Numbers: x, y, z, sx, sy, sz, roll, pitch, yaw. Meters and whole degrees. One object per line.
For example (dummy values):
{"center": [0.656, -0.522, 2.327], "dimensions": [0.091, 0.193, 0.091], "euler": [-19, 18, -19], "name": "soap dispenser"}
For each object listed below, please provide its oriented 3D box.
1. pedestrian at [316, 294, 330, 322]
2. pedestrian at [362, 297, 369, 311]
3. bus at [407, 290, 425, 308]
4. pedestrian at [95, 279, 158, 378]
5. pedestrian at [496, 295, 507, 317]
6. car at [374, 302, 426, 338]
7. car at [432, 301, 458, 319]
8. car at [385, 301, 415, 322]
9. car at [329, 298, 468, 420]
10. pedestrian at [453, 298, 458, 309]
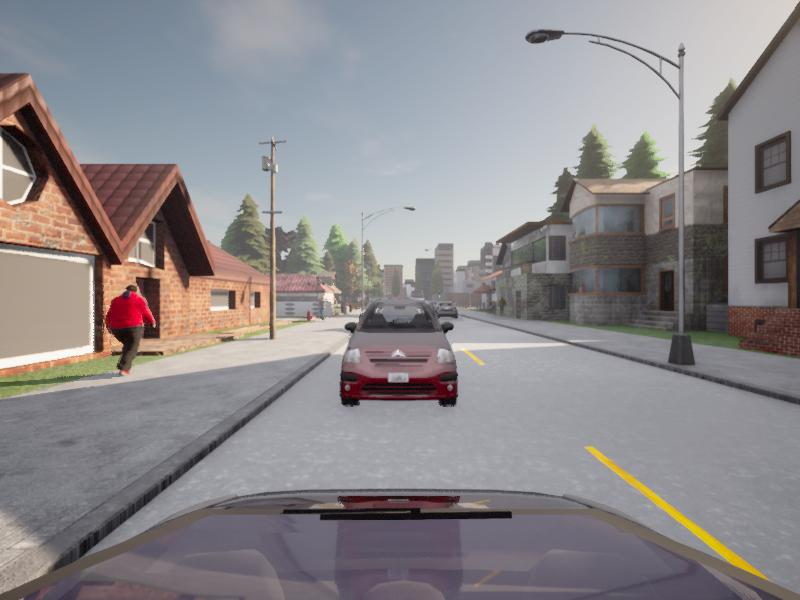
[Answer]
{"center": [-5.125, 0.533, 26.591], "dimensions": [0.751, 1.860, 0.751], "euler": [0, 0, 0], "name": "pedestrian"}
{"center": [-4.805, 0.533, 55.369], "dimensions": [0.751, 1.860, 0.751], "euler": [0, 0, 12], "name": "pedestrian"}
{"center": [3.944, -0.318, 101.350], "dimensions": [3.944, 4.253, 10.273], "euler": [0, 0, 0], "name": "bus"}
{"center": [-5.375, 0.533, 7.904], "dimensions": [0.751, 1.860, 0.751], "euler": [0, 0, -5], "name": "pedestrian"}
{"center": [8.637, 0.533, 33.945], "dimensions": [0.751, 1.860, 0.751], "euler": [0, 0, 0], "name": "pedestrian"}
{"center": [-0.002, 0.850, 19.123], "dimensions": [2.163, 1.488, 4.792], "euler": [0, 0, 0], "name": "car"}
{"center": [4.012, 0.854, 36.094], "dimensions": [1.970, 1.475, 3.806], "euler": [0, 0, 0], "name": "car"}
{"center": [0.009, 0.852, 32.033], "dimensions": [2.163, 1.488, 4.792], "euler": [0, 0, 0], "name": "car"}
{"center": [-0.014, 0.788, 7.315], "dimensions": [1.851, 1.617, 3.988], "euler": [0, 0, 0], "name": "car"}
{"center": [9.246, 0.535, 66.226], "dimensions": [0.751, 1.860, 0.751], "euler": [0, 0, 1], "name": "pedestrian"}
